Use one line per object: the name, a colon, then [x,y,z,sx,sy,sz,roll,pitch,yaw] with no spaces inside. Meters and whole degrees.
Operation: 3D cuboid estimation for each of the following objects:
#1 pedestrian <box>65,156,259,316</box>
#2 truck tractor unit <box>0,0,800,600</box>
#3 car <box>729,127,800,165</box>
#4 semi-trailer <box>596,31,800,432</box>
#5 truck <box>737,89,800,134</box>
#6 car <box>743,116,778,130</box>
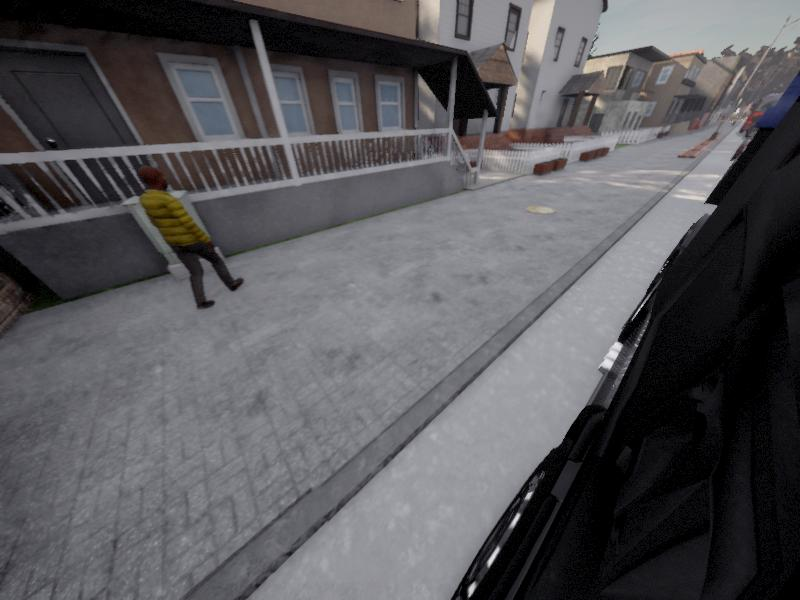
pedestrian: [-2.824,-0.769,3.061,0.751,1.860,0.751,4,37,9]
truck tractor unit: [2.645,-0.295,0.351,6.516,4.208,3.053,-28,44,-30]
car: [19.955,-8.396,12.473,4.181,1.385,1.994,-28,44,-30]
semi-trailer: [8.776,-3.550,4.151,14.254,4.402,2.717,-27,43,-29]
truck: [44.714,-22.654,27.926,8.468,3.827,2.891,-28,44,-30]
car: [51.797,-25.482,33.216,4.792,1.488,2.163,-28,44,-30]
